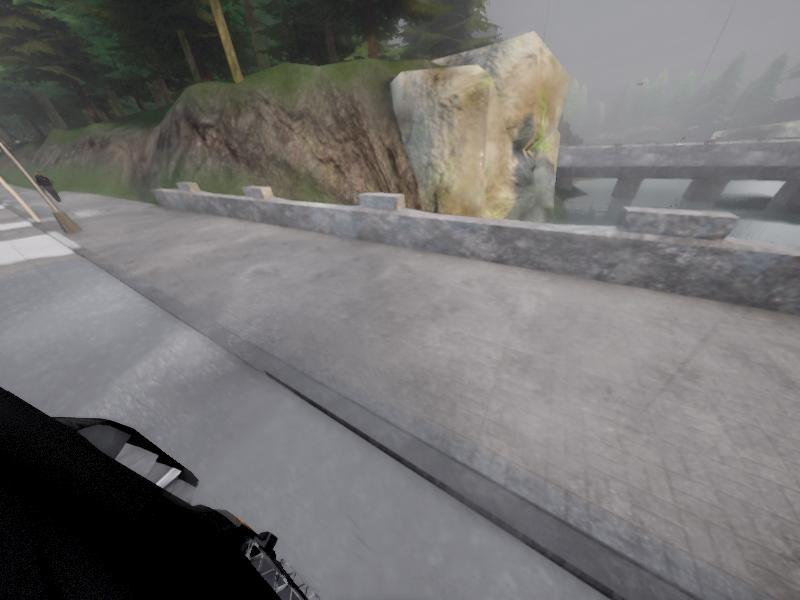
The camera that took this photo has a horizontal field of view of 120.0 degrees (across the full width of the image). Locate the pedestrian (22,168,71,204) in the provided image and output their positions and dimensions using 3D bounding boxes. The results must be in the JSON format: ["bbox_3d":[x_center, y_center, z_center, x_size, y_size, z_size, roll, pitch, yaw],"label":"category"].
[{"bbox_3d":[-21.309,-6.879,13.957,0.751,1.860,0.751,17,39,28],"label":"pedestrian"}]
